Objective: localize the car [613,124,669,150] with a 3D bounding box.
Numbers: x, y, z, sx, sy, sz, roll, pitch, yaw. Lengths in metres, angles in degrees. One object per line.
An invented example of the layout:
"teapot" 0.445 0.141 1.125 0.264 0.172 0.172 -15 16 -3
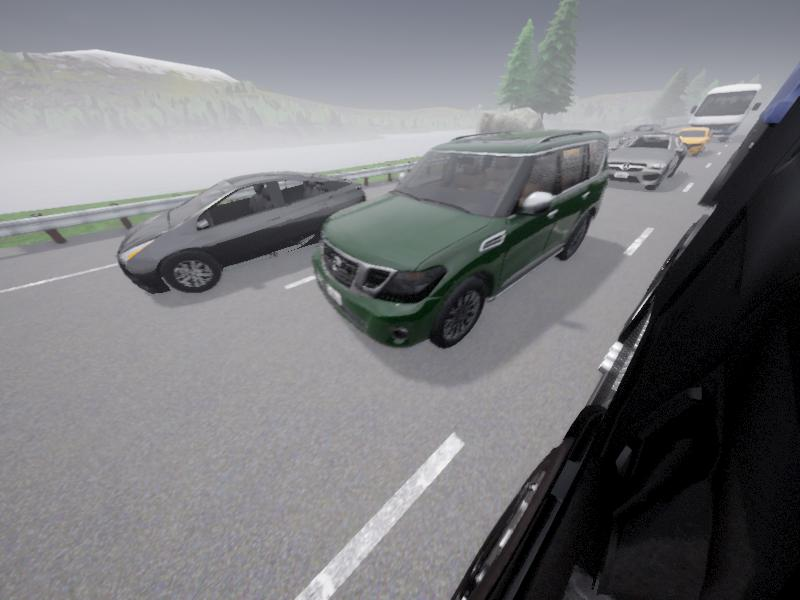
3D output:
"car" 21.466 -14.573 20.573 4.611 1.667 2.242 -28 44 -30

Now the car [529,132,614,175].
"car" 9.699 -8.357 12.972 5.366 1.575 1.801 -28 44 -30

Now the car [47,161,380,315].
"car" -2.889 -1.729 4.832 4.514 1.525 2.007 -28 44 -30

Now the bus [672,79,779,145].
"bus" 32.167 -18.422 22.979 10.273 4.253 3.944 -28 44 -30

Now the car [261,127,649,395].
"car" 1.373 -1.450 3.789 5.566 2.045 2.150 -27 43 -30

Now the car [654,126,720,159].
"car" 19.715 -10.874 15.825 5.008 1.535 1.882 -28 44 -30

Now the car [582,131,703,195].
"car" 9.999 -5.807 9.505 5.027 1.651 2.152 -28 44 -30

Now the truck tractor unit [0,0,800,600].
"truck tractor unit" 2.645 -0.295 0.351 6.516 4.208 3.053 -28 44 -30

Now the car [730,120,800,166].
"car" 20.577 -8.707 12.660 4.553 1.767 2.097 -28 44 -30

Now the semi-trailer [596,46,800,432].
"semi-trailer" 8.746 -3.560 4.197 14.254 4.402 2.717 -28 44 -30
